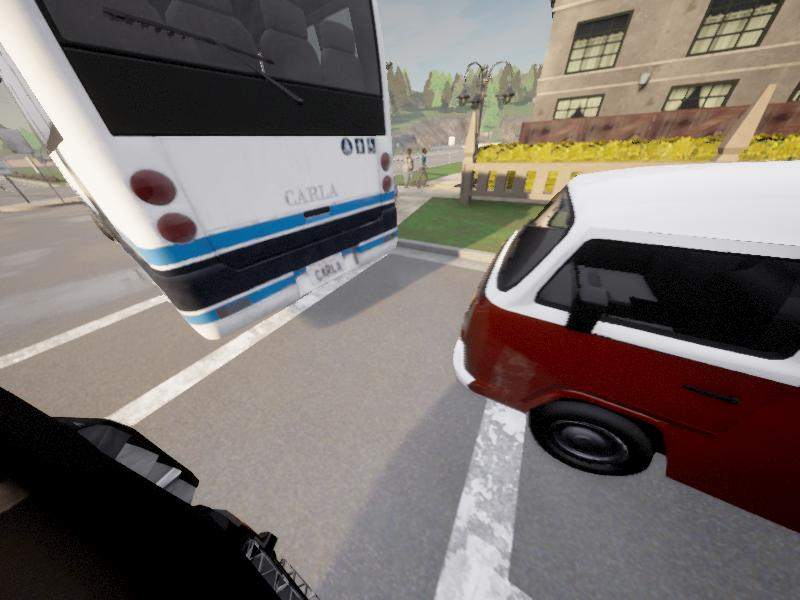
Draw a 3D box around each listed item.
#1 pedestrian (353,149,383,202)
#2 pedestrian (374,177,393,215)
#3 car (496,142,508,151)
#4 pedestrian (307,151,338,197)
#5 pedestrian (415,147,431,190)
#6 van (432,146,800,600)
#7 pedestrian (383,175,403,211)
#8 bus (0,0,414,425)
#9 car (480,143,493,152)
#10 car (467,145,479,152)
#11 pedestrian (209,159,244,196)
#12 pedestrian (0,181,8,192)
[{"bbox_3d":[-1.303,-5.245,9.737,0.751,1.860,0.751,19,39,29],"label":"pedestrian"},{"bbox_3d":[-0.567,-3.587,7.966,0.500,1.100,0.500,-7,34,-6],"label":"pedestrian"},{"bbox_3d":[27.385,-41.153,61.917,1.905,1.878,3.866,17,38,27],"label":"car"},{"bbox_3d":[-3.753,-6.130,11.245,0.751,1.860,0.751,19,39,29],"label":"pedestrian"},{"bbox_3d":[1.186,-6.736,11.876,0.751,1.860,0.751,3,34,8],"label":"pedestrian"},{"bbox_3d":[2.709,0.334,1.350,4.480,2.038,2.069,16,38,26],"label":"van"},{"bbox_3d":[-0.233,-3.883,8.386,0.500,1.100,0.500,14,37,23],"label":"pedestrian"},{"bbox_3d":[-5.066,-3.072,4.977,10.273,4.253,3.944,21,40,31],"label":"bus"},{"bbox_3d":[23.206,-40.923,61.846,1.932,1.855,4.605,17,38,26],"label":"car"},{"bbox_3d":[20.006,-41.470,63.228,1.816,1.474,4.193,17,38,26],"label":"car"},{"bbox_3d":[-10.115,-7.157,13.527,0.751,1.860,0.751,16,38,25],"label":"pedestrian"},{"bbox_3d":[-36.113,-10.581,20.381,0.751,1.860,0.751,19,39,29],"label":"pedestrian"}]
